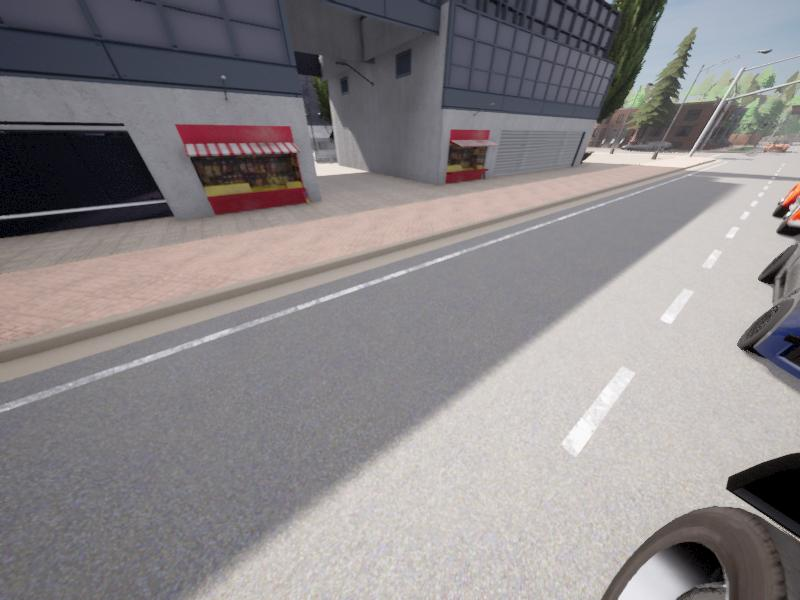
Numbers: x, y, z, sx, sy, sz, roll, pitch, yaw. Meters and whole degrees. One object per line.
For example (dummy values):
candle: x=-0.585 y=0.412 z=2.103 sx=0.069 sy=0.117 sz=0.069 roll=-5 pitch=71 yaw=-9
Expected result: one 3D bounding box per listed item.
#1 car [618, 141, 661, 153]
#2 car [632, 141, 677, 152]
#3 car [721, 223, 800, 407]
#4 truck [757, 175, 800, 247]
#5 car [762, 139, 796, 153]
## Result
car: x=41.017 y=-26.279 z=39.652 sx=2.007 sy=1.525 sz=4.514 roll=-22 pitch=41 yaw=-28
car: x=44.510 y=-26.949 z=40.558 sx=2.163 sy=1.488 sz=4.792 roll=-22 pitch=41 yaw=-28
car: x=6.273 y=-0.087 z=2.547 sx=4.611 sy=1.667 sz=2.242 roll=-22 pitch=41 yaw=-28
truck: x=12.382 y=-2.892 z=5.785 sx=5.204 sy=2.467 sz=2.627 roll=-22 pitch=41 yaw=-28
car: x=59.828 y=-24.341 z=36.477 sx=4.553 sy=1.767 sz=2.097 roll=-22 pitch=41 yaw=-28
